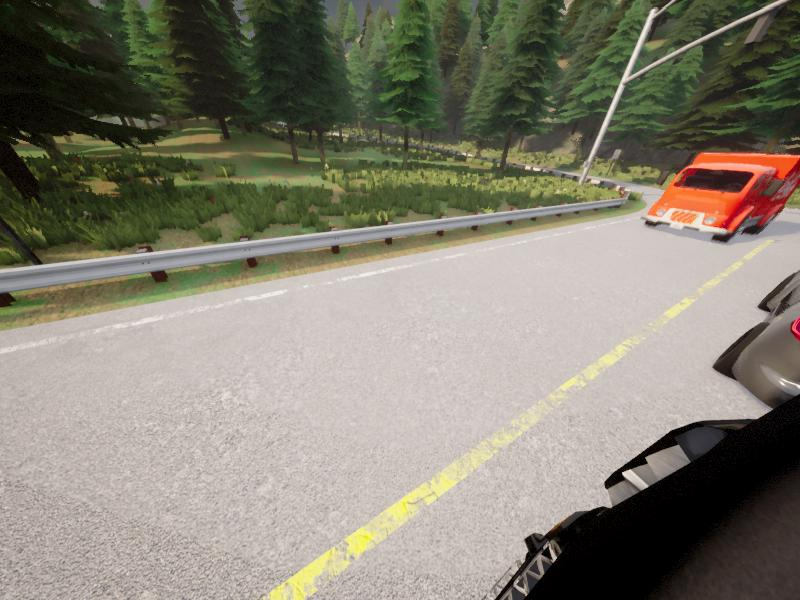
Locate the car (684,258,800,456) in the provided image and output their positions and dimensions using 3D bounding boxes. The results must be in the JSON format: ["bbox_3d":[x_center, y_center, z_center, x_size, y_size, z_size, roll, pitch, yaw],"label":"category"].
[{"bbox_3d":[5.832,0.332,2.379,4.611,1.667,2.242,-16,38,-26],"label":"car"}]

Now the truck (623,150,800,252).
[{"bbox_3d":[11.392,-3.714,8.167,5.204,2.467,2.627,-15,37,-24],"label":"truck"}]
